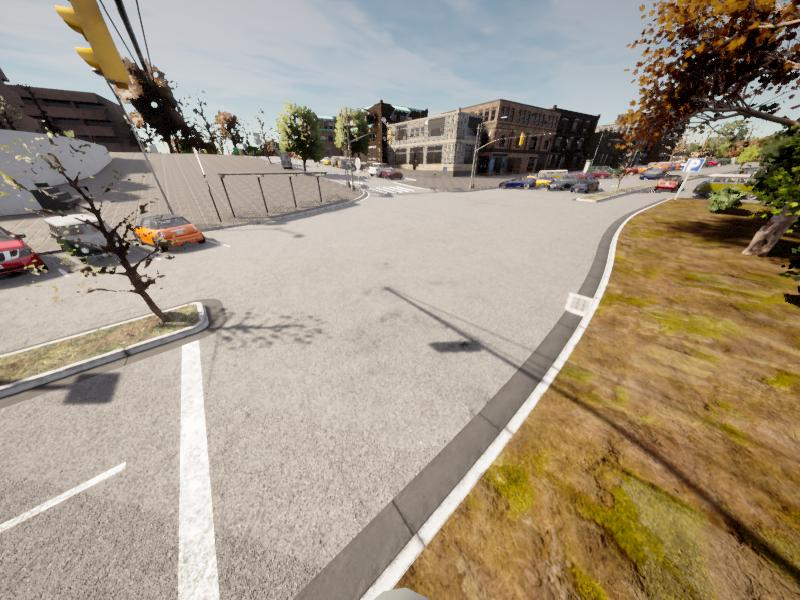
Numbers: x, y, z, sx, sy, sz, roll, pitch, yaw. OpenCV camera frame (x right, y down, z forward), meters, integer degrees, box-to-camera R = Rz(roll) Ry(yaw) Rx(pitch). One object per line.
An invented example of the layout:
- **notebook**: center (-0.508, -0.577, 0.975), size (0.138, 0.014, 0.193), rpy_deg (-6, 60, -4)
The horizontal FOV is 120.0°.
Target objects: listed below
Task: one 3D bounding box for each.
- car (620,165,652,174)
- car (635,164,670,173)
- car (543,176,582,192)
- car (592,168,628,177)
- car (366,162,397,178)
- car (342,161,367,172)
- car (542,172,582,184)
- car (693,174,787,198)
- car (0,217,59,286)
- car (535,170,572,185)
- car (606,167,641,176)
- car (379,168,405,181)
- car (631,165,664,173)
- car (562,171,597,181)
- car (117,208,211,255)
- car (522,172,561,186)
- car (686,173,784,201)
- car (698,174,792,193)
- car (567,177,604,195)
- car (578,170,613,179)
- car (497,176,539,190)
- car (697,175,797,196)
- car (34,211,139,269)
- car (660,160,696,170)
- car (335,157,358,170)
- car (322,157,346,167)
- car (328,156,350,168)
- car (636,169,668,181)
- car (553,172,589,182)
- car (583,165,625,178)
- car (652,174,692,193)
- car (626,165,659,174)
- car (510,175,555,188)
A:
- **car**: center (52.328, -28.939, 51.258), size (4.553, 1.767, 2.185), rpy_deg (21, 38, 34)
- **car**: center (60.044, -31.365, 55.174), size (5.366, 1.575, 1.946), rpy_deg (22, 38, 35)
- **car**: center (21.153, -15.161, 30.054), size (4.902, 1.511, 2.128), rpy_deg (-21, 36, -28)
- **car**: center (41.921, -25.455, 46.197), size (5.008, 1.535, 2.097), rpy_deg (20, 37, 33)
- **car**: center (-3.124, -22.424, 39.795), size (2.435, 2.045, 5.566), rpy_deg (21, 37, 23)
- **car**: center (-8.914, -26.385, 45.522), size (2.231, 1.521, 4.892), rpy_deg (21, 37, 23)
- **car**: center (26.611, -20.140, 38.075), size (4.892, 1.521, 2.231), rpy_deg (19, 36, 32)
- **car**: center (33.092, -11.306, 22.797), size (4.553, 1.767, 2.185), rpy_deg (20, 37, 31)
- **car**: center (-18.453, -2.226, 10.271), size (5.566, 2.045, 2.435), rpy_deg (15, 34, 27)
- **car**: center (24.186, -19.390, 36.497), size (4.442, 1.987, 1.878), rpy_deg (19, 36, 31)
- **car**: center (47.102, -27.159, 48.787), size (5.008, 1.535, 2.097), rpy_deg (21, 38, 34)
- **car**: center (-1.231, -20.775, 38.067), size (2.002, 1.452, 4.674), rpy_deg (21, 37, 23)
- **car**: center (57.558, -30.497, 53.847), size (5.008, 1.535, 2.097), rpy_deg (22, 37, 35)
- **car**: center (31.680, -21.906, 40.851), size (4.674, 1.452, 2.002), rpy_deg (19, 36, 32)
- **car**: center (-13.789, -4.164, 13.541), size (4.553, 1.767, 2.185), rpy_deg (15, 35, 27)
- **car**: center (21.562, -18.424, 35.211), size (4.553, 1.767, 2.185), rpy_deg (19, 36, 31)
- **car**: center (30.571, -10.506, 21.390), size (4.442, 1.987, 1.878), rpy_deg (20, 38, 31)
- **car**: center (37.900, -13.039, 25.682), size (5.366, 1.575, 1.946), rpy_deg (21, 38, 31)
- **car**: center (22.037, -13.597, 27.442), size (4.193, 1.474, 1.816), rpy_deg (-21, 36, -29)
- **car**: center (36.781, -23.674, 43.552), size (4.674, 1.452, 2.002), rpy_deg (20, 37, 33)
- **car**: center (16.543, -16.502, 32.563), size (4.792, 1.488, 2.163), rpy_deg (18, 36, 31)
- **car**: center (35.730, -12.037, 24.127), size (5.366, 1.575, 1.946), rpy_deg (21, 37, 31)
- **car**: center (-16.054, -3.211, 11.856), size (4.442, 1.987, 1.878), rpy_deg (15, 34, 27)
- **car**: center (73.317, -35.569, 61.045), size (5.566, 2.045, 2.435), rpy_deg (22, 38, 36)
- **car**: center (-10.866, -27.919, 47.185), size (1.878, 1.987, 4.442), rpy_deg (21, 37, 23)
- **car**: center (-14.577, -30.665, 51.280), size (1.946, 1.575, 5.366), rpy_deg (21, 37, 23)
- **car**: center (-12.791, -29.317, 49.059), size (1.878, 1.987, 4.442), rpy_deg (21, 37, 23)
- **car**: center (41.799, -20.701, 38.312), size (4.792, 1.488, 2.163), rpy_deg (-19, 35, -26)
- **car**: center (29.144, -21.005, 39.471), size (4.674, 1.452, 2.002), rpy_deg (19, 37, 32)
- **car**: center (39.365, -24.796, 44.732), size (5.566, 2.045, 2.435), rpy_deg (20, 37, 33)
- **car**: center (31.863, -13.734, 27.070), size (3.988, 1.617, 1.851), rpy_deg (-20, 36, -28)
- **car**: center (54.944, -29.664, 52.587), size (4.892, 1.521, 2.231), rpy_deg (22, 38, 35)
- **car**: center (19.246, -17.332, 33.735), size (5.366, 1.575, 1.946), rpy_deg (18, 36, 31)
